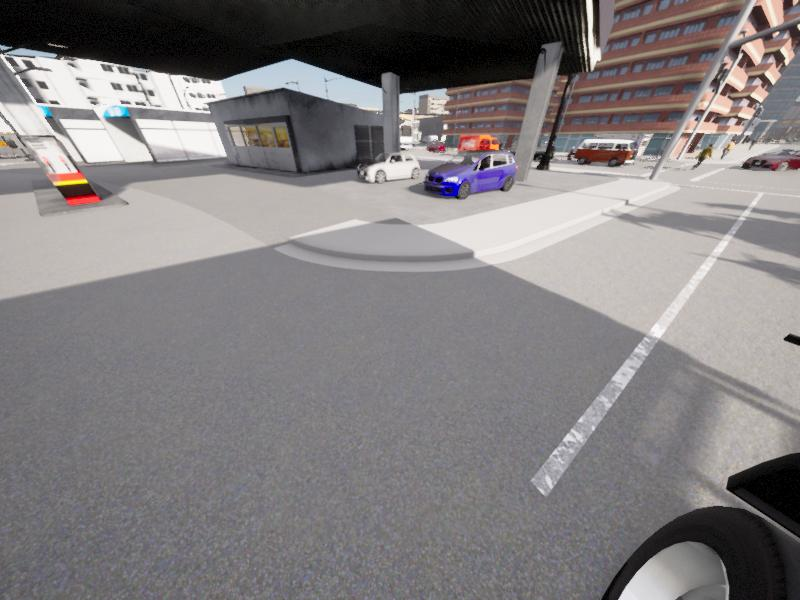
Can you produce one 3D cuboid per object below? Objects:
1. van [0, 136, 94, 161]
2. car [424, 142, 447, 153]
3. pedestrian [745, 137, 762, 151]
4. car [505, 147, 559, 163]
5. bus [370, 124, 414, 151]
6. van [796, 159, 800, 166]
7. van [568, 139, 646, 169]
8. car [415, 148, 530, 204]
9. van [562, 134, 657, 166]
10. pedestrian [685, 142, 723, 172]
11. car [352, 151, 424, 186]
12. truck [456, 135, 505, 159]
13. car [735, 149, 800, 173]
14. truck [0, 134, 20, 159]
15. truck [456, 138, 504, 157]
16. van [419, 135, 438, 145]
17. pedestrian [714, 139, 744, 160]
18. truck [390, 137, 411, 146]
[{"bbox_3d":[-45.279,-19.701,29.973,1.988,2.561,5.915,9,36,13],"label":"van"},{"bbox_3d":[6.165,-26.633,40.377,1.845,1.501,3.633,-23,41,-29],"label":"car"},{"bbox_3d":[59.912,-26.450,39.188,0.751,1.860,0.751,-24,41,-29],"label":"pedestrian"},{"bbox_3d":[14.673,-16.365,25.945,1.895,1.301,4.718,-23,41,-29],"label":"car"},{"bbox_3d":[-1.798,-33.931,48.421,3.944,4.253,10.273,-23,40,-29],"label":"bus"},{"bbox_3d":[38.059,-13.134,20.562,4.480,2.038,2.069,-22,41,-28],"label":"van"},{"bbox_3d":[18.698,-13.438,21.115,2.069,2.038,4.480,-23,41,-29],"label":"van"},{"bbox_3d":[3.243,-5.771,10.440,4.611,1.667,2.242,-22,41,-28],"label":"car"},{"bbox_3d":[20.840,-15.353,23.486,2.351,2.431,6.366,-22,41,-28],"label":"van"},{"bbox_3d":[22.962,-10.828,17.496,0.751,1.860,0.751,-10,36,-14],"label":"pedestrian"},{"bbox_3d":[-0.675,-8.086,14.032,3.806,1.475,1.970,-22,41,-28],"label":"car"},{"bbox_3d":[10.386,-20.239,30.453,2.627,2.467,5.204,-23,41,-28],"label":"truck"},{"bbox_3d":[29.776,-10.903,18.028,4.181,1.385,1.994,-5,35,-6],"label":"car"},{"bbox_3d":[-56.512,-19.521,28.676,2.891,3.827,8.468,8,36,12],"label":"truck"},{"bbox_3d":[11.590,-22.550,34.051,2.390,2.098,6.274,-23,41,-28],"label":"truck"},{"bbox_3d":[9.688,-54.681,78.818,6.366,2.431,2.351,-23,41,-27],"label":"van"},{"bbox_3d":[34.183,-15.686,24.061,0.751,1.860,0.751,5,35,8],"label":"pedestrian"},{"bbox_3d":[0.194,-50.566,73.647,6.274,2.098,2.390,-23,41,-27],"label":"truck"}]
